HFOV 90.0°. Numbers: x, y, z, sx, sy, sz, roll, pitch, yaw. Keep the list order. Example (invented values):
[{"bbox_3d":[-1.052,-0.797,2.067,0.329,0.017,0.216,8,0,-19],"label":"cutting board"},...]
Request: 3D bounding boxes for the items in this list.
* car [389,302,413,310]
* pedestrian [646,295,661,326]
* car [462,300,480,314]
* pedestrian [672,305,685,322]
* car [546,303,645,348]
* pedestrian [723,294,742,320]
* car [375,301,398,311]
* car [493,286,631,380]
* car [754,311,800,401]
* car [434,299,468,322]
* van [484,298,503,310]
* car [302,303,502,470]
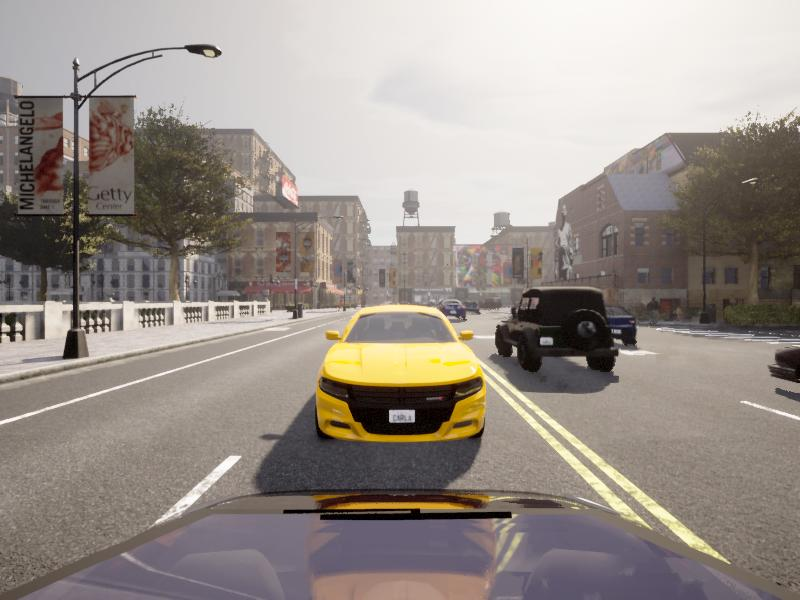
[{"bbox_3d":[0.242,0.939,66.480,1.895,1.301,4.718,0,0,30],"label":"car"},{"bbox_3d":[15.367,0.636,24.300,0.751,1.860,0.751,0,0,30],"label":"pedestrian"},{"bbox_3d":[8.185,0.788,46.246,1.851,1.617,3.988,0,0,7],"label":"car"},{"bbox_3d":[18.015,0.865,25.857,0.500,1.100,0.500,0,0,-25],"label":"pedestrian"},{"bbox_3d":[7.241,0.854,15.360,1.816,1.474,4.193,0,0,1],"label":"car"},{"bbox_3d":[23.737,0.485,28.594,0.751,1.860,0.751,0,0,3],"label":"pedestrian"},{"bbox_3d":[-1.999,0.864,61.206,2.002,1.452,4.674,0,0,20],"label":"car"},{"bbox_3d":[3.667,0.647,9.898,1.905,1.878,3.866,0,0,1],"label":"car"},{"bbox_3d":[7.201,0.894,4.454,2.033,1.411,5.357,0,0,4],"label":"car"},{"bbox_3d":[3.983,0.780,32.161,2.152,1.651,5.027,0,0,1],"label":"car"},{"bbox_3d":[15.050,0.600,64.245,1.775,1.987,4.442,0,0,32],"label":"van"},{"bbox_3d":[-0.014,0.823,6.265,1.882,1.535,5.008,0,0,-1],"label":"car"}]
